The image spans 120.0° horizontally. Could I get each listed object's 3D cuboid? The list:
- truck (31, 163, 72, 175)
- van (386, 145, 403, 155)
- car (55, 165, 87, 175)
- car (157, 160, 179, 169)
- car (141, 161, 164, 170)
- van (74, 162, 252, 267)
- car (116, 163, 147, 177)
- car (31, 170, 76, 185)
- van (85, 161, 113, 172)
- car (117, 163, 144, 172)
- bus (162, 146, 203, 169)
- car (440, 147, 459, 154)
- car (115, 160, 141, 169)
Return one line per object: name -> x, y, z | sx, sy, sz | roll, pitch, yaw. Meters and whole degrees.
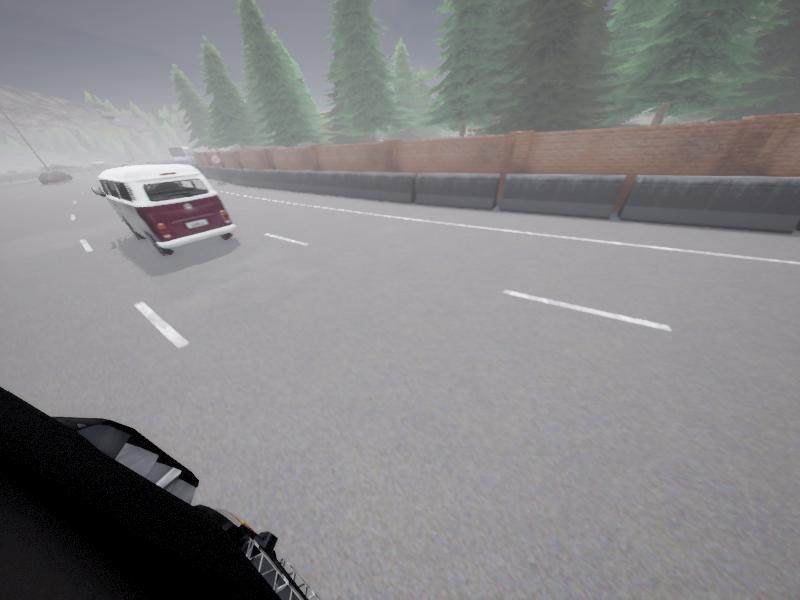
truck -> -86.867, -32.811, 57.783 | 2.390, 2.098, 6.274 | -14, 35, -16
van -> -1.783, -45.881, 70.751 | 2.351, 2.431, 6.366 | -18, 37, -22
car -> -77.853, -30.885, 54.732 | 2.038, 1.542, 4.974 | -15, 36, -17
car -> -55.623, -32.573, 55.537 | 2.152, 1.651, 5.027 | -17, 36, -20
car -> -59.417, -32.439, 55.616 | 2.033, 1.649, 4.856 | -17, 37, -20
van -> -6.933, -2.792, 6.807 | 4.480, 2.038, 2.069 | 20, 41, 30
car -> -42.064, -20.492, 36.371 | 2.033, 1.649, 4.856 | -24, 39, -28
car -> -45.293, -16.172, 30.359 | 1.994, 1.385, 4.181 | -25, 39, -29
van -> -76.022, -33.761, 58.459 | 2.069, 2.038, 4.480 | -15, 35, -17
car -> -62.066, -30.649, 53.330 | 2.033, 1.411, 5.357 | -16, 36, -19
bus -> -53.375, -35.443, 57.308 | 3.944, 4.253, 10.273 | -17, 36, -20
car -> 12.397, -37.538, 58.054 | 1.812, 1.442, 4.674 | -25, 40, -30
car -> -80.205, -40.053, 68.215 | 2.150, 2.045, 5.566 | -12, 35, -13
